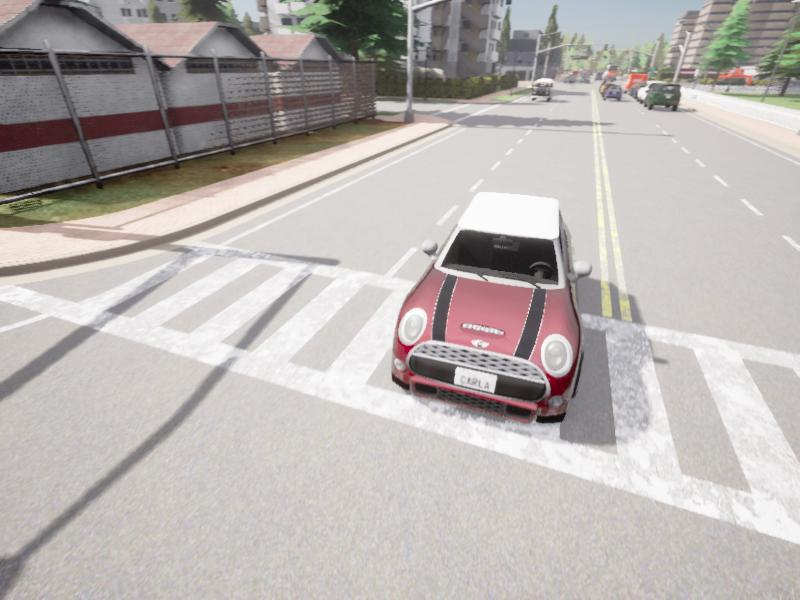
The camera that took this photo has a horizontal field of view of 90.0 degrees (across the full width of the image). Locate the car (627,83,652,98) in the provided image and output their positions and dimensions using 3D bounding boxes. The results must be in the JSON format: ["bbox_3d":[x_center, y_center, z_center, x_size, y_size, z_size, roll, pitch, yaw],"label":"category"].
[{"bbox_3d":[31.021,-27.289,51.960,2.163,1.488,4.792,12,32,19],"label":"car"}]

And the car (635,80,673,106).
[{"bbox_3d":[25.761,-21.158,40.791,2.150,2.045,5.566,12,32,19],"label":"car"}]

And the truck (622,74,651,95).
[{"bbox_3d":[33.462,-30.665,56.814,2.627,2.467,5.204,12,32,19],"label":"truck"}]

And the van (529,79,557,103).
[{"bbox_3d":[15.024,-22.020,42.034,2.069,2.038,4.480,12,32,19],"label":"van"}]

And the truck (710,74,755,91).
[{"bbox_3d":[60.026,-39.406,72.372,5.204,2.467,2.627,12,32,17],"label":"truck"}]

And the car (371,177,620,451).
[{"bbox_3d":[1.291,-0.315,5.137,1.970,1.475,3.806,10,32,16],"label":"car"}]

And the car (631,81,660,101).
[{"bbox_3d":[28.530,-24.440,46.634,1.932,1.855,4.605,12,32,19],"label":"car"}]

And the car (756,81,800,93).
[{"bbox_3d":[64.257,-36.252,67.985,4.974,1.542,2.038,11,32,18],"label":"car"}]

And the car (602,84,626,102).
[{"bbox_3d":[23.421,-22.736,43.928,1.789,1.549,3.705,12,32,19],"label":"car"}]

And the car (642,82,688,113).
[{"bbox_3d":[22.977,-17.780,34.945,2.150,2.045,5.566,12,32,19],"label":"car"}]

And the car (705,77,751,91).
[{"bbox_3d":[57.305,-37.889,70.123,5.566,2.045,2.150,11,32,18],"label":"car"}]

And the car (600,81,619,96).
[{"bbox_3d":[28.500,-28.901,54.566,1.801,1.575,5.366,12,32,19],"label":"car"}]
